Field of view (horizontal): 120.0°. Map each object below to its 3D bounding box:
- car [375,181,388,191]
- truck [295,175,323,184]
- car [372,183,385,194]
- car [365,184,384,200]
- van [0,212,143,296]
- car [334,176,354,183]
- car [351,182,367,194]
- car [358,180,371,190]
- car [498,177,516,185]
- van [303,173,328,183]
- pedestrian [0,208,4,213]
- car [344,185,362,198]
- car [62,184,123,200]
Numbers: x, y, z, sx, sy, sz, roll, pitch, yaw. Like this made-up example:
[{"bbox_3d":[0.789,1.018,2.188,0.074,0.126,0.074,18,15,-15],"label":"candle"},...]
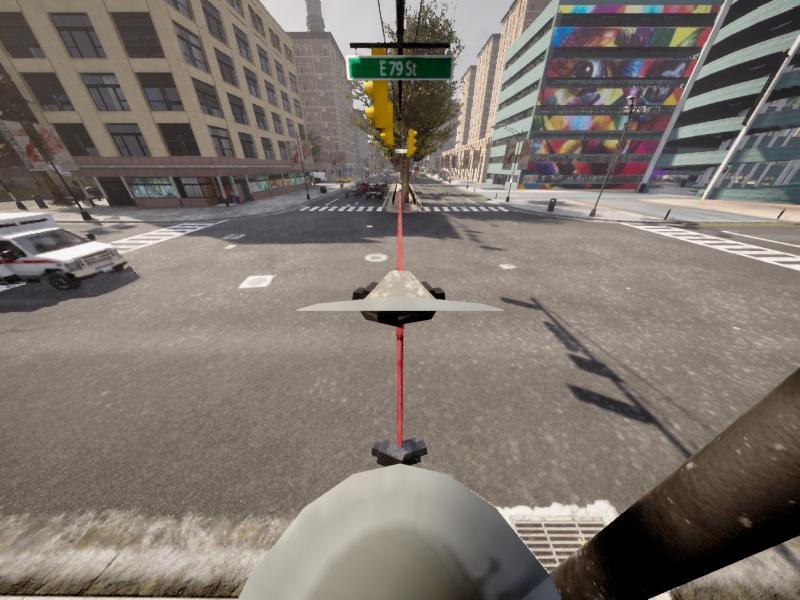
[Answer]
[{"bbox_3d":[-3.663,-22.793,45.972,2.128,1.511,4.902,0,30,0],"label":"car"},{"bbox_3d":[-24.589,-32.674,62.501,6.274,2.098,2.390,0,30,-1],"label":"truck"},{"bbox_3d":[-3.683,-19.398,40.235,1.994,1.385,4.181,0,30,0],"label":"car"},{"bbox_3d":[-3.698,-15.908,33.887,2.242,1.667,4.611,0,30,0],"label":"car"},{"bbox_3d":[-14.721,-1.794,8.685,6.366,2.431,2.351,-1,30,-1],"label":"van"},{"bbox_3d":[-16.040,-34.559,66.283,5.366,1.575,1.801,-10,31,-16],"label":"car"},{"bbox_3d":[-7.178,-20.111,41.312,2.007,1.525,4.514,0,30,0],"label":"car"},{"bbox_3d":[-7.190,-23.368,46.985,1.837,1.490,4.892,0,30,0],"label":"car"},{"bbox_3d":[27.196,-30.383,58.961,2.161,1.482,4.786,0,30,0],"label":"car"},{"bbox_3d":[-23.913,-34.661,65.502,5.915,2.561,1.988,-1,30,-2],"label":"van"},{"bbox_3d":[-38.134,-8.913,21.230,0.751,1.860,0.751,1,30,1],"label":"pedestrian"},{"bbox_3d":[-7.151,-16.750,35.573,1.812,1.442,4.674,0,30,0],"label":"car"},{"bbox_3d":[-45.142,-16.063,34.186,1.930,1.638,5.238,0,30,0],"label":"car"}]
